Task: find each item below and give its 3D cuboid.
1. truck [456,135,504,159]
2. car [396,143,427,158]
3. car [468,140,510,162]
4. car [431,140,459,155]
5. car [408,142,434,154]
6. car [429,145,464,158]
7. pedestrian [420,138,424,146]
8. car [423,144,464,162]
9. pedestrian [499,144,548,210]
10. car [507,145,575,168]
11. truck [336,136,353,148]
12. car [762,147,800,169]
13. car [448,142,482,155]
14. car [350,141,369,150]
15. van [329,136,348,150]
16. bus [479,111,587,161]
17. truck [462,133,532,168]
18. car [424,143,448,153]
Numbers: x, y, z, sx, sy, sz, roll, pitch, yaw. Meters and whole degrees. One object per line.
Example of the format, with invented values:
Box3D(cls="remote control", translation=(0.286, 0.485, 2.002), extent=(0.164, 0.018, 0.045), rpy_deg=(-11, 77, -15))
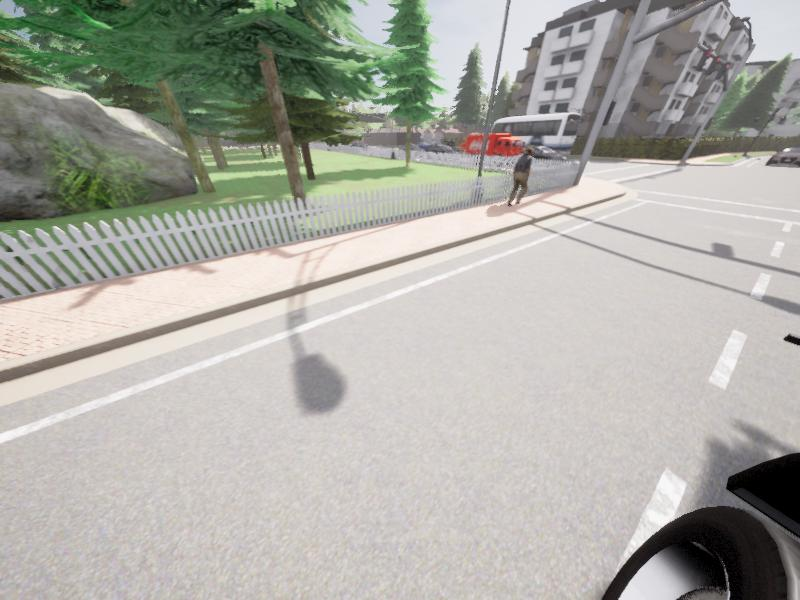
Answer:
Box3D(cls="truck", translation=(10.394, -20.359, 30.557), extent=(2.627, 2.467, 5.204), rpy_deg=(-20, 40, -26))
Box3D(cls="car", translation=(1.462, -20.557, 31.740), extent=(1.837, 1.490, 4.892), rpy_deg=(-20, 40, -26))
Box3D(cls="car", translation=(9.893, -16.785, 25.988), extent=(1.905, 1.878, 3.866), rpy_deg=(-20, 40, -26))
Box3D(cls="car", translation=(6.801, -23.424, 35.422), extent=(1.905, 1.878, 3.866), rpy_deg=(-20, 40, -25))
Box3D(cls="car", translation=(3.509, -26.299, 39.828), extent=(1.882, 1.535, 5.008), rpy_deg=(-20, 40, -26))
Box3D(cls="car", translation=(6.128, -19.999, 31.088), extent=(1.895, 1.301, 4.718), rpy_deg=(-20, 40, -26))
Box3D(cls="pedestrian", translation=(6.347, -45.053, 65.752), extent=(0.751, 1.860, 0.751), rpy_deg=(-20, 40, -26))
Box3D(cls="car", translation=(4.944, -17.363, 27.188), extent=(1.837, 1.490, 4.892), rpy_deg=(-20, 40, -26))
Box3D(cls="pedestrian", translation=(4.155, -4.183, 7.890), extent=(0.751, 1.860, 0.751), rpy_deg=(-21, 40, -27))
Box3D(cls="car", translation=(13.121, -13.674, 21.884), extent=(2.128, 1.511, 4.902), rpy_deg=(-20, 40, -25))
Box3D(cls="truck", translation=(-15.494, -44.103, 64.393), extent=(2.627, 2.467, 5.204), rpy_deg=(-20, 40, -26))
Box3D(cls="car", translation=(34.006, -12.437, 20.103), extent=(4.181, 1.385, 1.994), rpy_deg=(-22, 40, -27))
Box3D(cls="car", translation=(10.123, -24.053, 36.558), extent=(1.801, 1.575, 5.366), rpy_deg=(-20, 40, -26))
Box3D(cls="car", translation=(-9.037, -34.039, 50.816), extent=(2.152, 1.651, 5.027), rpy_deg=(-20, 40, -26))
Box3D(cls="van", translation=(-13.684, -34.863, 51.226), extent=(1.988, 2.561, 5.915), rpy_deg=(-20, 40, -26))
Box3D(cls="bus", translation=(15.549, -20.033, 28.503), extent=(3.944, 4.253, 10.273), rpy_deg=(-20, 40, -26))
Box3D(cls="truck", translation=(8.849, -14.182, 21.803), extent=(2.627, 2.467, 5.204), rpy_deg=(-20, 40, -26))
Box3D(cls="car", translation=(6.335, -27.437, 41.567), extent=(1.994, 1.385, 4.181), rpy_deg=(-20, 40, -25))
